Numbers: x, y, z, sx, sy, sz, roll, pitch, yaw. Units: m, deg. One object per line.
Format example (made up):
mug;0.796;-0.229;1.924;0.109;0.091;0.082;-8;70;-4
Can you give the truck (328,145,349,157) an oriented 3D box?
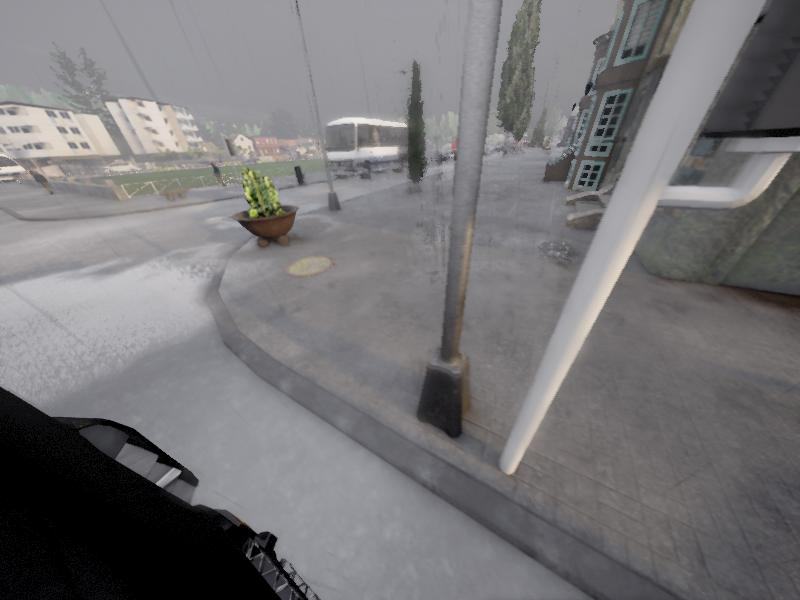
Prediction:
truck;-24.453;-59.624;92.389;2.891;3.827;8.468;16;38;26

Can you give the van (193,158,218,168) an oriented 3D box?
van;-51.481;-36.422;61.188;1.775;1.987;4.442;16;38;26

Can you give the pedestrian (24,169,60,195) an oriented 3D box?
pedestrian;-29.523;-9.746;19.086;0.751;1.860;0.751;20;40;31

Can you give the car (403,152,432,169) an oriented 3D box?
car;2.130;-16.930;28.006;1.970;1.475;3.806;16;38;26

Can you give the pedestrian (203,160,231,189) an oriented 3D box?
pedestrian;-13.839;-9.537;17.559;0.751;1.860;0.751;10;36;19

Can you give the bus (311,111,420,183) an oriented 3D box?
bus;-2.237;-13.699;20.970;3.944;4.253;10.273;15;37;26

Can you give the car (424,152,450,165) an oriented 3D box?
car;5.320;-19.978;32.517;1.895;1.301;4.718;16;38;26

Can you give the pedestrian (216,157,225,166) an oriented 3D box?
pedestrian;-43.905;-33.804;56.521;0.751;1.860;0.751;16;38;26

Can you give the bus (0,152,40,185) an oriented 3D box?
bus;-64.609;-19.481;34.605;3.944;4.253;10.273;2;34;8

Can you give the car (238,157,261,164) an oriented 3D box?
car;-45.394;-42.210;69.964;2.033;1.411;5.357;16;38;26

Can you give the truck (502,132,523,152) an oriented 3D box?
truck;28.355;-39.538;57.913;2.891;3.827;8.468;16;38;26

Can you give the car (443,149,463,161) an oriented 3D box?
car;8.558;-23.274;37.070;1.970;1.475;3.806;16;38;26

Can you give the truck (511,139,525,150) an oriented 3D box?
truck;33.638;-44.194;65.752;2.627;2.467;5.204;16;38;26

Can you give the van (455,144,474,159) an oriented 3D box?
van;11.461;-26.378;41.063;1.775;1.987;4.442;16;38;26

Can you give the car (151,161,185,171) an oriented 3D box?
car;-55.585;-32.200;55.455;1.930;1.638;5.238;16;38;26

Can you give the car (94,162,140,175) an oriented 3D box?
car;-59.963;-28.030;49.148;2.150;2.045;5.566;16;38;26

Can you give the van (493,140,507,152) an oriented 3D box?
van;27.602;-42.669;63.828;1.988;2.561;5.915;16;38;26
